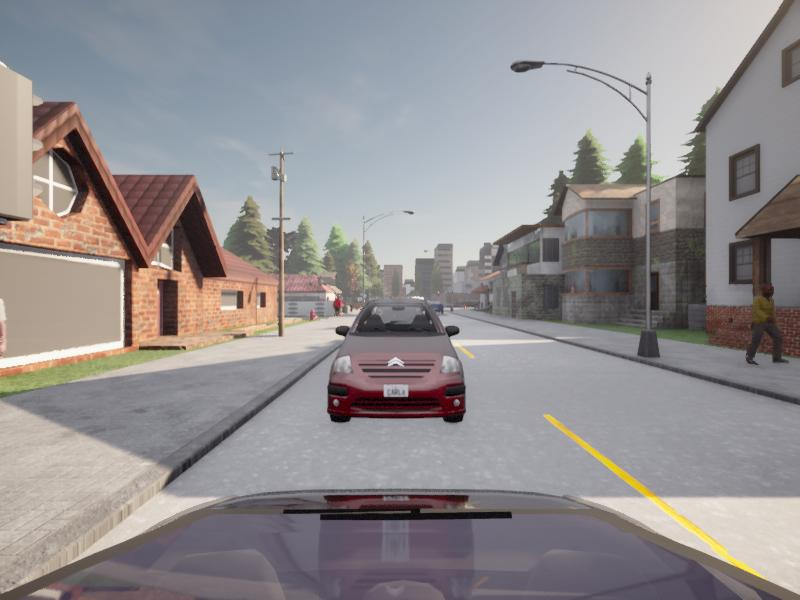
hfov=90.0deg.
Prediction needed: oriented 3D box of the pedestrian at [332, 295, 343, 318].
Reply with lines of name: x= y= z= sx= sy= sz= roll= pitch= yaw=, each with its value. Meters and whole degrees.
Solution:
pedestrian: x=-5.012 y=0.532 z=32.097 sx=0.751 sy=1.860 sz=0.751 roll=0 pitch=0 yaw=2

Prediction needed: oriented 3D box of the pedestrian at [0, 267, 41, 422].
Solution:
pedestrian: x=-5.156 y=0.533 z=4.953 sx=0.751 sy=1.860 sz=0.751 roll=0 pitch=0 yaw=0

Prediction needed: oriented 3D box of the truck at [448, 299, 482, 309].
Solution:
truck: x=12.985 y=0.758 z=80.222 sx=6.274 sy=2.098 sz=2.390 roll=0 pitch=0 yaw=0

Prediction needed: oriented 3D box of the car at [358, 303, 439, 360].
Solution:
car: x=-0.035 y=0.851 z=13.090 sx=2.163 sy=1.488 sz=4.792 roll=0 pitch=0 yaw=0

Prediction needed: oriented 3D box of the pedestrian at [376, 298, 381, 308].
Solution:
pedestrian: x=-4.152 y=0.531 z=76.389 sx=0.751 sy=1.860 sz=0.751 roll=0 pitch=0 yaw=9

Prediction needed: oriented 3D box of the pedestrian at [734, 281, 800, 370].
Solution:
pedestrian: x=8.034 y=0.533 z=8.782 sx=0.751 sy=1.860 sz=0.751 roll=0 pitch=0 yaw=-3

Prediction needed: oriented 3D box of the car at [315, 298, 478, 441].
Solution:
car: x=-0.037 y=0.788 z=6.527 sx=1.851 sy=1.617 sz=3.988 roll=0 pitch=0 yaw=0

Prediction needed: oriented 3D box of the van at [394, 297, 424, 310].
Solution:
van: x=1.835 y=0.591 z=76.944 sx=2.351 sy=2.431 sz=6.366 roll=0 pitch=0 yaw=40

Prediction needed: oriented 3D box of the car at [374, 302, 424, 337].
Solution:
car: x=-0.034 y=0.851 z=19.556 sx=2.163 sy=1.488 sz=4.792 roll=0 pitch=0 yaw=0

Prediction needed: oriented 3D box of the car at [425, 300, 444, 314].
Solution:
car: x=3.974 y=0.822 z=46.931 sx=1.882 sy=1.535 sz=5.008 roll=0 pitch=0 yaw=0
